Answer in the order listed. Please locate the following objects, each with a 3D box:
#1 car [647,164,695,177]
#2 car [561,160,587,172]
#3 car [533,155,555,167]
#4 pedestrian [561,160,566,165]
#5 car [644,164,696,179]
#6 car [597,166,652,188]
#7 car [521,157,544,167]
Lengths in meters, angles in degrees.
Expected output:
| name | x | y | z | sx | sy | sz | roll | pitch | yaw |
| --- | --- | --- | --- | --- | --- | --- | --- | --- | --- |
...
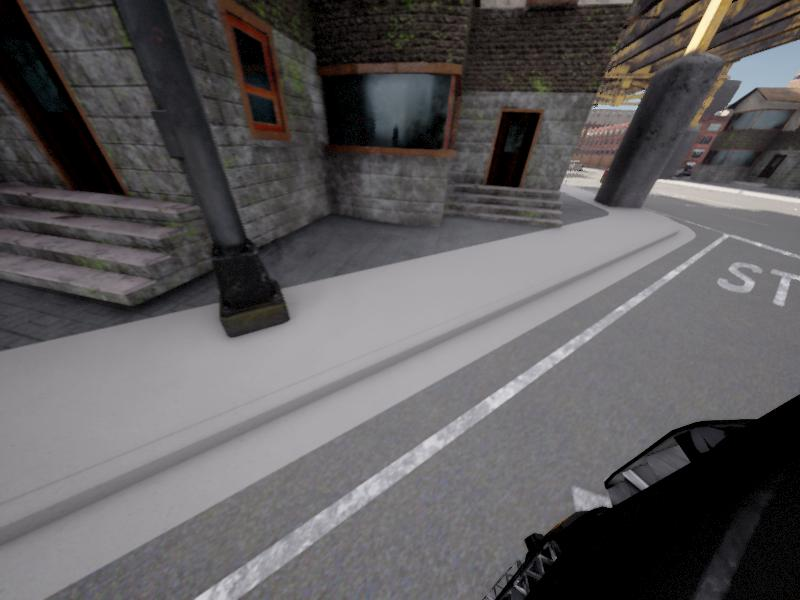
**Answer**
| name | x | y | z | sx | sy | sz | roll | pitch | yaw |
| --- | --- | --- | --- | --- | --- | --- | --- | --- | --- |
| car | 41.157 | -19.790 | 35.241 | 4.536 | 1.218 | 1.853 | 29 | 42 | 34 |
| car | 29.801 | -23.118 | 39.767 | 1.970 | 1.475 | 3.806 | 8 | 34 | 8 |
| car | 30.959 | -30.051 | 49.928 | 1.905 | 1.878 | 3.866 | -1 | 33 | -5 |
| pedestrian | 38.376 | -32.290 | 54.281 | 0.500 | 1.100 | 0.500 | -2 | 34 | -8 |
| car | 41.113 | -19.679 | 35.357 | 4.974 | 1.542 | 2.038 | 29 | 42 | 34 |
| car | 21.424 | -11.949 | 22.288 | 1.816 | 1.474 | 4.193 | 9 | 34 | 10 |
| car | 27.685 | -29.043 | 48.478 | 1.882 | 1.535 | 5.008 | 3 | 34 | -1 |
